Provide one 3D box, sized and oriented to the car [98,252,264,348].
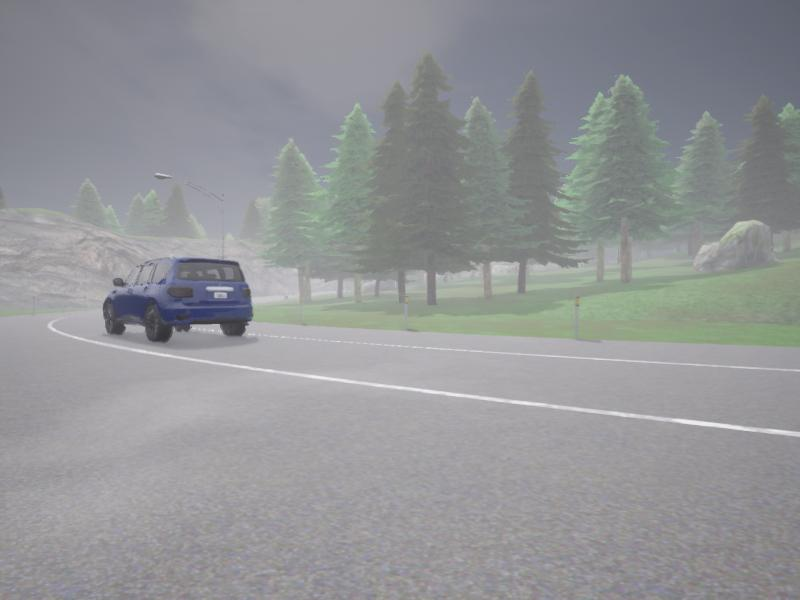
[{"bbox_3d":[-6.275,-0.019,11.111,5.566,2.045,2.150,0,0,40],"label":"car"}]
